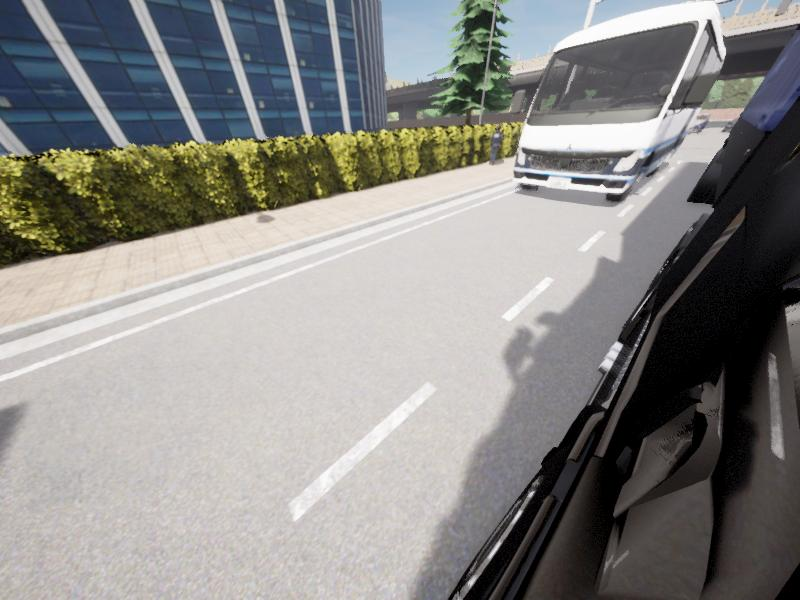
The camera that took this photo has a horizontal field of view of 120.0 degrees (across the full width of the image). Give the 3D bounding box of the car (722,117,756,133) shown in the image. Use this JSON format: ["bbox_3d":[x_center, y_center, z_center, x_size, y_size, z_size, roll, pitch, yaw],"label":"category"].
[{"bbox_3d":[41.226,-21.362,28.161,4.674,1.442,1.812,-30,44,-31],"label":"car"}]

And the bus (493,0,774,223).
[{"bbox_3d":[8.438,-6.720,8.494,10.273,4.253,3.944,-30,45,-31],"label":"bus"}]

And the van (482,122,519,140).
[{"bbox_3d":[14.876,-25.191,34.429,1.775,1.987,4.442,-29,44,-31],"label":"van"}]

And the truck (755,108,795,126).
[{"bbox_3d":[60.255,-29.539,37.239,6.274,2.098,2.390,-29,44,-31],"label":"truck"}]

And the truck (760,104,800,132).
[{"bbox_3d":[45.652,-21.446,27.140,5.204,2.467,2.627,-30,45,-31],"label":"truck"}]

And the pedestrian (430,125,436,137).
[{"bbox_3d":[6.731,-34.311,46.896,0.751,1.860,0.751,-31,45,-32],"label":"pedestrian"}]

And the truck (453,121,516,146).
[{"bbox_3d":[9.512,-19.184,26.698,2.390,2.098,6.274,-29,44,-31],"label":"truck"}]

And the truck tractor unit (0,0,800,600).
[{"bbox_3d":[2.645,-0.295,0.351,6.516,4.208,3.053,-28,44,-30],"label":"truck tractor unit"}]

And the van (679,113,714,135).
[{"bbox_3d":[37.220,-22.138,29.001,4.442,1.987,1.775,-30,45,-31],"label":"van"}]

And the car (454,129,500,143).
[{"bbox_3d":[10.082,-21.718,30.617,2.033,1.411,5.357,-29,44,-31],"label":"car"}]

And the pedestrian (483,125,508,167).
[{"bbox_3d":[5.287,-8.552,12.836,0.751,1.860,0.751,20,42,27],"label":"pedestrian"}]

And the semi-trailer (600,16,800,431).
[{"bbox_3d":[8.570,-3.703,4.329,14.254,4.402,2.717,-30,44,-31],"label":"semi-trailer"}]
